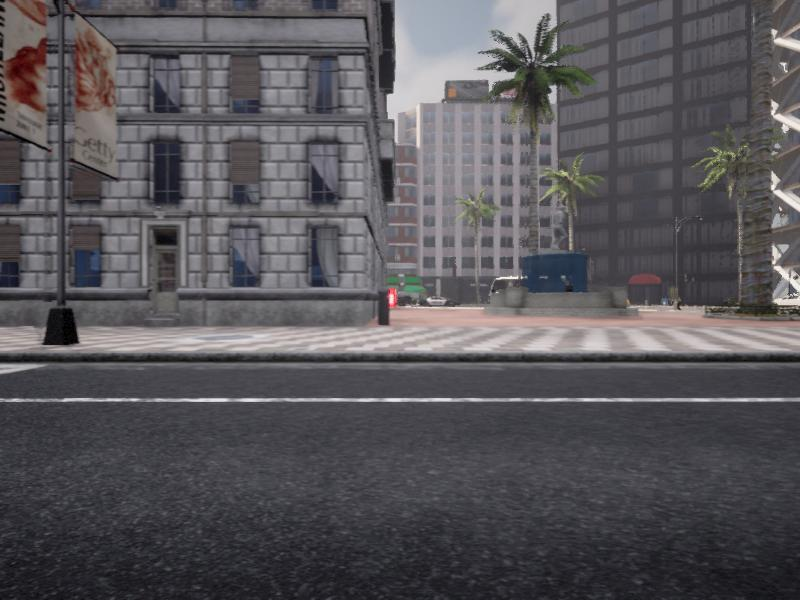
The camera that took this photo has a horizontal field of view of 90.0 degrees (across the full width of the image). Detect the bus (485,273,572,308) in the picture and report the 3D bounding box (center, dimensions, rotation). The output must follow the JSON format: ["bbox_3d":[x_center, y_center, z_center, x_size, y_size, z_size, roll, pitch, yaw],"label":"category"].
[{"bbox_3d":[16.854,-1.130,52.853,10.273,4.253,3.944,0,-1,33],"label":"bus"}]

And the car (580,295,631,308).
[{"bbox_3d":[25.862,0.210,50.468,5.366,1.575,1.801,0,0,43],"label":"car"}]

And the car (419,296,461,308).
[{"bbox_3d":[5.093,0.225,50.626,4.974,1.542,2.038,0,0,17],"label":"car"}]

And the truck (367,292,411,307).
[{"bbox_3d":[-1.590,-0.059,59.255,6.274,2.098,2.390,0,0,9],"label":"truck"}]

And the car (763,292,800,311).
[{"bbox_3d":[36.146,0.169,36.065,2.242,1.667,4.611,0,0,-22],"label":"car"}]
